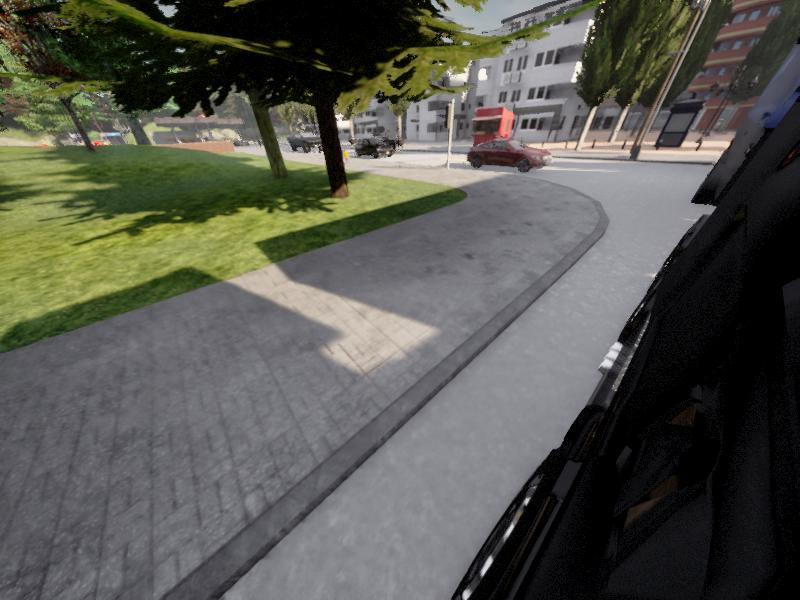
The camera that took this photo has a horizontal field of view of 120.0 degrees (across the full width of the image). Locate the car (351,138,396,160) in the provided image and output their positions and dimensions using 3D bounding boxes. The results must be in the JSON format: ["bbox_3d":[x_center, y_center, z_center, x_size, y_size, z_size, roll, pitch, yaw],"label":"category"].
[{"bbox_3d":[-2.438,-13.713,20.854,1.816,1.474,4.193,-29,44,-31],"label":"car"}]

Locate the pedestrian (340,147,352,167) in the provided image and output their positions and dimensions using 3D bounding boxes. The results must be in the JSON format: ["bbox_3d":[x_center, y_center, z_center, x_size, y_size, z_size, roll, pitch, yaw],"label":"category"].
[{"bbox_3d":[-3.664,-9.713,15.707,0.500,1.100,0.500,-15,39,-16],"label":"pedestrian"}]

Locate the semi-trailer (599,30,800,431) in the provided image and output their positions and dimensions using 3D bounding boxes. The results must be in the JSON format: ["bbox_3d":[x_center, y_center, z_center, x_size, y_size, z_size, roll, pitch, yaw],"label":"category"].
[{"bbox_3d":[8.633,-3.656,4.280,14.254,4.402,2.717,-29,44,-30],"label":"semi-trailer"}]

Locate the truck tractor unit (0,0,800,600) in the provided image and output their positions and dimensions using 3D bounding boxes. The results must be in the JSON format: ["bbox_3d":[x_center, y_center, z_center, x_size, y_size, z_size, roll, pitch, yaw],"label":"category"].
[{"bbox_3d":[2.645,-0.295,0.351,6.516,4.208,3.053,-28,44,-30],"label":"truck tractor unit"}]

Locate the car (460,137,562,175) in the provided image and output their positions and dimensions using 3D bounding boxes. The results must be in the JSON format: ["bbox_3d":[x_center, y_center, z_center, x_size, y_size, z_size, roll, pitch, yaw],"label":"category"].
[{"bbox_3d":[5.971,-8.232,13.027,1.812,1.442,4.674,-29,44,-31],"label":"car"}]
